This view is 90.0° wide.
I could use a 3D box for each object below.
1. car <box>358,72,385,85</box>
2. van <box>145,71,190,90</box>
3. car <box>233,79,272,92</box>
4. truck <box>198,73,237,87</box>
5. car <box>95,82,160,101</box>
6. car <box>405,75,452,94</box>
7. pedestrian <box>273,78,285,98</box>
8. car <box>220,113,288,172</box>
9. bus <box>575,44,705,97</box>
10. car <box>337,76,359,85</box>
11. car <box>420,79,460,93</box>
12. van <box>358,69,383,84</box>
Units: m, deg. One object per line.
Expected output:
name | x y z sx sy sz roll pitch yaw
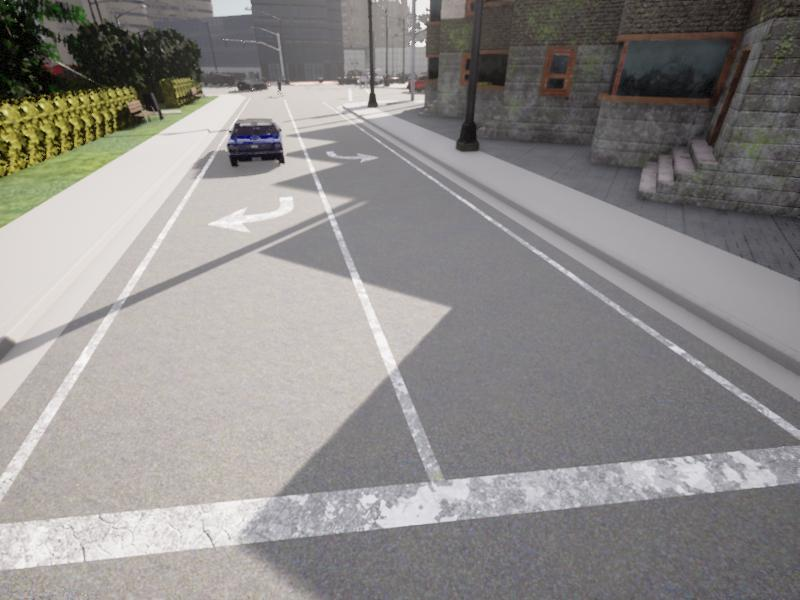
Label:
car | -5.298 -41.668 75.267 2.150 2.045 5.566 17 34 26
van | -34.800 -32.913 59.905 6.366 2.431 2.351 16 34 26
car | -20.012 -29.272 54.528 2.163 1.488 4.792 13 33 21
truck | -31.393 -37.912 68.871 6.274 2.098 2.390 15 33 25
car | -28.031 -21.653 41.376 2.128 1.511 4.902 16 34 26
car | 3.625 -27.847 51.569 5.566 2.045 2.150 16 34 25
pedestrian | -13.175 -23.130 43.594 0.751 1.860 0.751 15 33 23
car | -5.369 -6.042 15.036 1.895 1.301 4.718 -8 31 -14
bus | 24.001 -23.175 40.746 10.273 4.253 3.944 15 33 26
car | -9.654 -41.136 74.891 1.816 1.474 4.193 16 34 26
car | 5.338 -29.163 54.344 5.008 1.535 1.882 16 34 25
van | -5.908 -44.850 80.221 1.988 2.561 5.915 16 34 26
